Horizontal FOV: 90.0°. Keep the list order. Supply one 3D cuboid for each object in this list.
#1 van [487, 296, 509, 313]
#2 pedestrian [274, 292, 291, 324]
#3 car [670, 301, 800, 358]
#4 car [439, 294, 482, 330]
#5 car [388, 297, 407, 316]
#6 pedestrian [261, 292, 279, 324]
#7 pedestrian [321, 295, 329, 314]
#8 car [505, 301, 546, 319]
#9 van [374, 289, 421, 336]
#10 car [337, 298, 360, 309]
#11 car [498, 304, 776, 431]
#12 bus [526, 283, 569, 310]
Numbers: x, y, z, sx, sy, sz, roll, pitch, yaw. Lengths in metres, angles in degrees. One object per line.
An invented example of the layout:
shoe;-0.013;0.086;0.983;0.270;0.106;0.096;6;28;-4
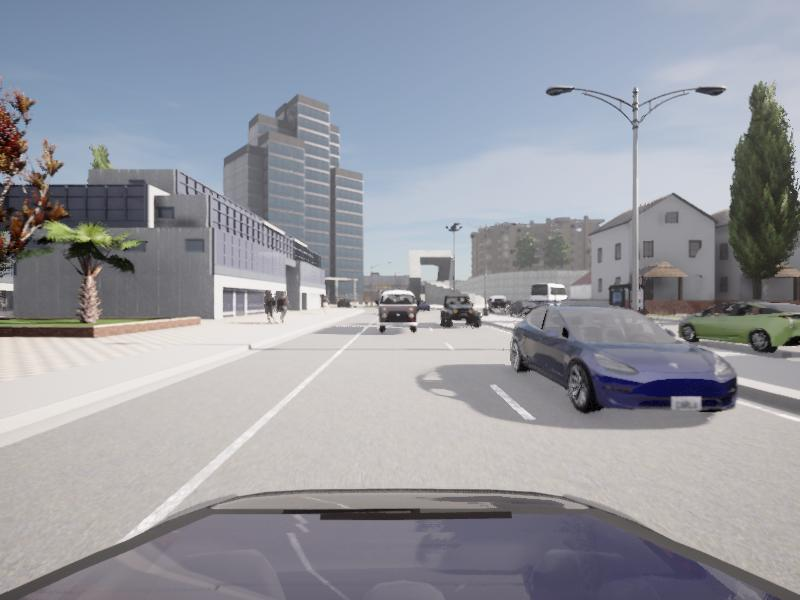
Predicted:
van;11.876;0.521;48.850;2.069;2.038;4.480;0;0;7
pedestrian;-6.907;0.459;23.583;0.751;1.860;0.751;0;0;7
car;11.427;0.814;13.151;2.007;1.525;4.514;0;0;0
car;3.374;0.620;22.968;1.905;1.878;3.866;0;0;0
car;-0.313;0.607;41.581;1.932;1.855;4.605;0;0;-1
pedestrian;-7.569;0.451;23.309;0.751;1.860;0.751;0;0;10
pedestrian;-7.445;0.436;39.776;0.751;1.860;0.751;0;0;-14
car;11.308;0.855;36.400;2.033;1.411;5.357;0;0;0
van;-0.111;0.549;19.722;2.069;2.038;4.480;0;0;0
car;-9.258;0.576;71.209;1.932;1.855;4.605;0;0;-40
car;3.458;0.842;7.239;2.163;1.488;4.792;0;0;0
bus;25.447;-0.612;68.470;3.944;4.253;10.273;0;0;38
